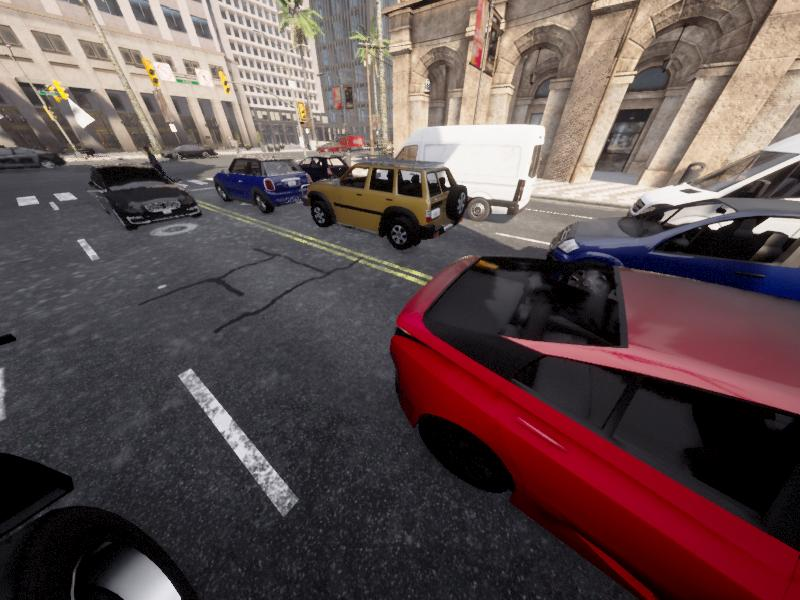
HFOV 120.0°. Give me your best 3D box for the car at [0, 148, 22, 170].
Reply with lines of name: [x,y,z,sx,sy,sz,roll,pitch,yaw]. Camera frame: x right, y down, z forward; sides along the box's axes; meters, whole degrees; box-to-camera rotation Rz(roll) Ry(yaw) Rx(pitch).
car: [-33.588,-10.886,17.949,1.994,1.385,4.181,23,41,28]

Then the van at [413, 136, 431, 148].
van: [6.060,-43.441,63.388,1.988,2.561,5.915,22,41,28]

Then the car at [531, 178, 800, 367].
car: [4.548,-0.620,3.433,3.988,1.617,1.851,22,41,28]

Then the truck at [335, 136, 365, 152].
truck: [-9.683,-30.613,45.174,2.627,2.467,5.204,22,40,28]

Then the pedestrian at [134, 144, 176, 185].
pedestrian: [-13.393,-7.400,12.671,0.751,1.860,0.751,26,42,31]

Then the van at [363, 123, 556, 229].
van: [1.654,-4.658,8.337,5.915,2.561,1.988,22,41,28]

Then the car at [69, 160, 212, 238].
car: [-8.587,-3.554,7.604,4.892,1.490,1.837,23,41,29]

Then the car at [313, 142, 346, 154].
car: [-11.566,-25.218,38.351,2.163,1.488,4.792,22,41,28]

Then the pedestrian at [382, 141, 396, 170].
pedestrian: [-0.818,-11.292,18.020,0.751,1.860,0.751,17,38,22]

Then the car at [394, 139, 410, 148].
car: [0.576,-41.714,61.589,2.185,1.767,4.553,22,41,28]

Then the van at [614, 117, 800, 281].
van: [8.506,-1.849,4.395,5.915,2.561,1.988,22,41,28]

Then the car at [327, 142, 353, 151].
car: [-12.209,-31.345,47.049,2.163,1.488,4.792,22,41,28]

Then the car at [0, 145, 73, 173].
car: [-29.605,-10.733,17.522,1.930,1.638,5.238,22,41,28]

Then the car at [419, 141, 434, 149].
car: [6.897,-40.111,59.701,1.970,1.475,3.806,22,41,28]

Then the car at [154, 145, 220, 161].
car: [-25.191,-17.673,27.621,2.033,1.411,5.357,22,41,28]

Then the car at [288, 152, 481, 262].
car: [-0.575,-2.830,6.299,4.605,1.855,1.932,22,41,28]

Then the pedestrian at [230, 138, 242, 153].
pedestrian: [-24.930,-23.475,35.148,0.751,1.860,0.751,-8,36,-11]

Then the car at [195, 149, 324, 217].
car: [-5.533,-4.810,9.147,4.553,1.767,2.097,22,41,28]

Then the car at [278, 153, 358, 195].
car: [-4.217,-6.632,11.973,3.633,1.501,1.845,23,41,28]

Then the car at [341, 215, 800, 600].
car: [2.079,0.865,1.377,4.514,1.525,2.007,22,41,28]
